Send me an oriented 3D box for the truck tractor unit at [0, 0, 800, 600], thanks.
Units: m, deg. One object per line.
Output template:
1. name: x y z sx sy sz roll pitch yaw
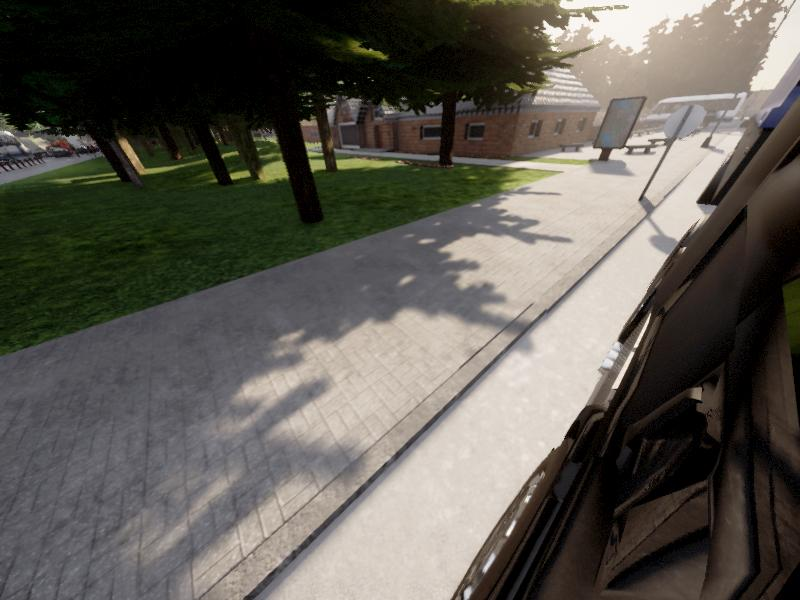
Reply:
1. truck tractor unit: 2.645 -0.295 0.351 6.516 4.208 3.053 -28 44 -30

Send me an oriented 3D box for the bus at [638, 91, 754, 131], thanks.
1. bus: 46.023 -29.836 36.951 10.273 4.253 3.944 25 45 32

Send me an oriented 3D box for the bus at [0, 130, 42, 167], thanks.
1. bus: -60.025 -22.625 34.382 3.944 4.253 10.273 -28 44 -30

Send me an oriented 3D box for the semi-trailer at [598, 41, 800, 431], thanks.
1. semi-trailer: 8.692 -3.612 4.229 14.254 4.402 2.717 -28 44 -30

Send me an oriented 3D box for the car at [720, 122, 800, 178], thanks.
1. car: 16.705 -6.768 10.218 4.611 1.667 2.242 -28 44 -30
